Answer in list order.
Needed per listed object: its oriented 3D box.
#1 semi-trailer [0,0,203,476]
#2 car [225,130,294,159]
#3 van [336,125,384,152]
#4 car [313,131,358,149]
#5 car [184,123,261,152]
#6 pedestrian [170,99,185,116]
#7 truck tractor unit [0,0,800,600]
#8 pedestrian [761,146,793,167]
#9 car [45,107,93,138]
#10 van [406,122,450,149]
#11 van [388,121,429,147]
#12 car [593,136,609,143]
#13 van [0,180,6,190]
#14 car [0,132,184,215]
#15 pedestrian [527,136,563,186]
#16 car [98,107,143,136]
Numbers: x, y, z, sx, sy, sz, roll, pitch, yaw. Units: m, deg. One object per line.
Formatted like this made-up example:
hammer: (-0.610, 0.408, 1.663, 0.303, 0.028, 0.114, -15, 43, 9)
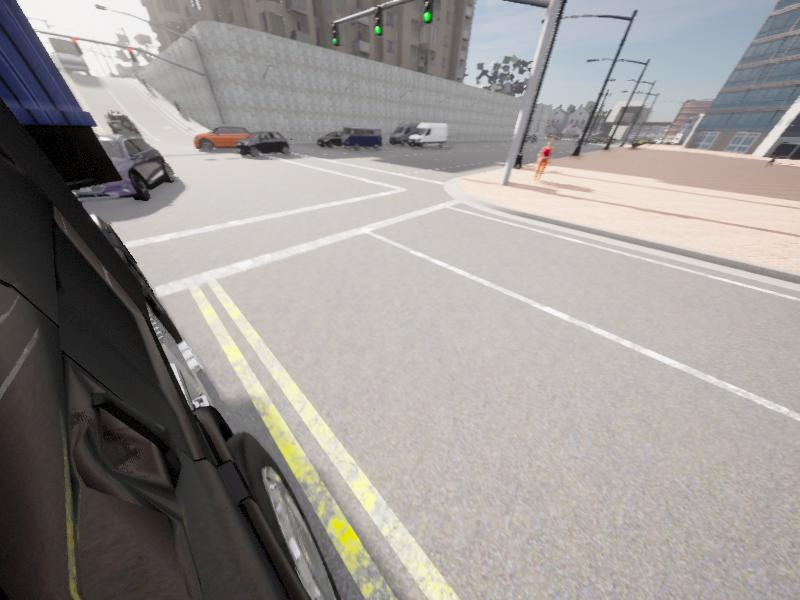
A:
semi-trailer: (-10.080, -0.969, 0.650, 14.254, 4.402, 2.717, -2, 36, -6)
car: (-10.127, -11.484, 16.981, 1.845, 1.501, 3.633, 22, 41, 24)
van: (-3.870, -16.040, 22.981, 1.775, 1.987, 4.442, 31, 46, 33)
car: (-6.762, -17.147, 24.710, 1.816, 1.474, 4.193, 31, 46, 33)
car: (-14.490, -13.495, 19.179, 4.553, 1.767, 2.097, -19, 42, -26)
pedestrian: (-31.536, -27.265, 32.774, 0.751, 1.860, 0.751, 32, 46, 33)
truck tractor unit: (-2.645, -0.295, 0.351, 6.516, 4.208, 3.053, 28, 44, 30)
pedestrian: (39.997, -15.234, 24.533, 0.751, 1.860, 0.751, 25, 43, 27)
car: (-31.096, -16.687, 21.715, 5.238, 1.638, 1.930, 35, 48, 29)
van: (3.565, -20.732, 29.148, 1.988, 2.561, 5.915, 31, 46, 33)
van: (1.159, -22.329, 31.129, 1.988, 2.561, 5.915, 31, 46, 33)
car: (60.408, -48.058, 69.283, 4.974, 1.542, 2.038, -25, 45, -31)
van: (-15.361, -3.204, 4.983, 2.351, 2.431, 6.366, 31, 46, 33)
car: (-9.475, -4.474, 7.660, 2.033, 1.649, 4.856, -15, 40, -21)
pedestrian: (6.539, -6.326, 10.540, 0.751, 1.860, 0.751, 16, 39, 18)
car: (-29.099, -18.550, 24.015, 4.605, 1.855, 1.932, 35, 48, 28)
